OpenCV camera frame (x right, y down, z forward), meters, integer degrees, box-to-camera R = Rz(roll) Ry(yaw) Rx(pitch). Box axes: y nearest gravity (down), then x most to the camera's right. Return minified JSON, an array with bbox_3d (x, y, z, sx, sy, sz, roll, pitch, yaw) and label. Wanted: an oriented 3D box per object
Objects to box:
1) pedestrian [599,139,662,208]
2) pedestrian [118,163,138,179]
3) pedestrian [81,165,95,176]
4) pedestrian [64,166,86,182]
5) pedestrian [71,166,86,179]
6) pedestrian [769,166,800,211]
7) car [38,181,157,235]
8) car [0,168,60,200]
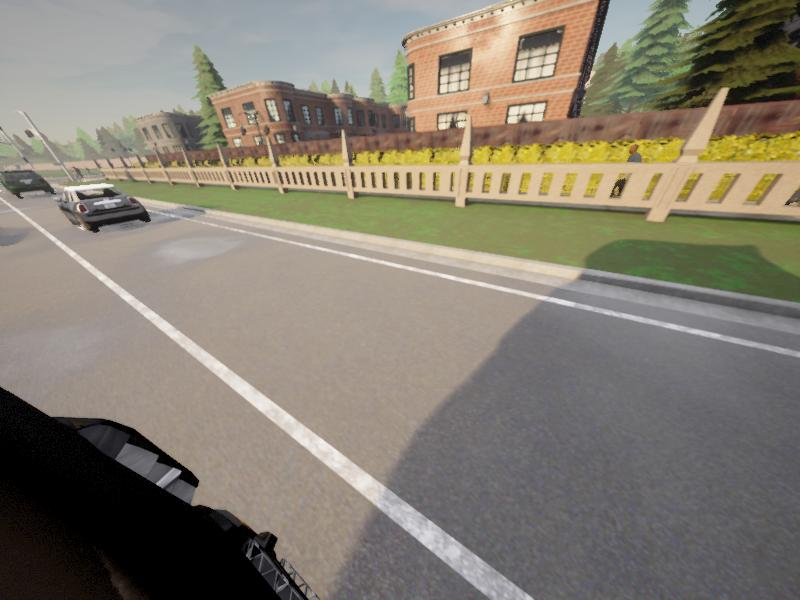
[{"bbox_3d":[7.374,-4.095,7.526,0.751,1.860,0.751,16,38,26],"label":"pedestrian"},{"bbox_3d":[-36.193,-17.149,30.752,0.751,1.860,0.751,15,38,26],"label":"pedestrian"},{"bbox_3d":[-60.174,-24.996,44.542,0.751,1.860,0.751,17,39,28],"label":"pedestrian"},{"bbox_3d":[-43.880,-17.037,31.213,0.751,1.860,0.751,9,35,18],"label":"pedestrian"},{"bbox_3d":[-56.819,-22.563,40.874,0.751,1.860,0.751,25,43,35],"label":"pedestrian"},{"bbox_3d":[11.553,-3.458,6.224,0.751,1.860,0.751,17,38,27],"label":"pedestrian"},{"bbox_3d":[-12.494,-3.948,9.598,3.806,1.475,1.970,17,38,27],"label":"car"},{"bbox_3d":[-33.201,-10.370,20.453,5.566,2.045,2.150,17,38,27],"label":"car"}]
